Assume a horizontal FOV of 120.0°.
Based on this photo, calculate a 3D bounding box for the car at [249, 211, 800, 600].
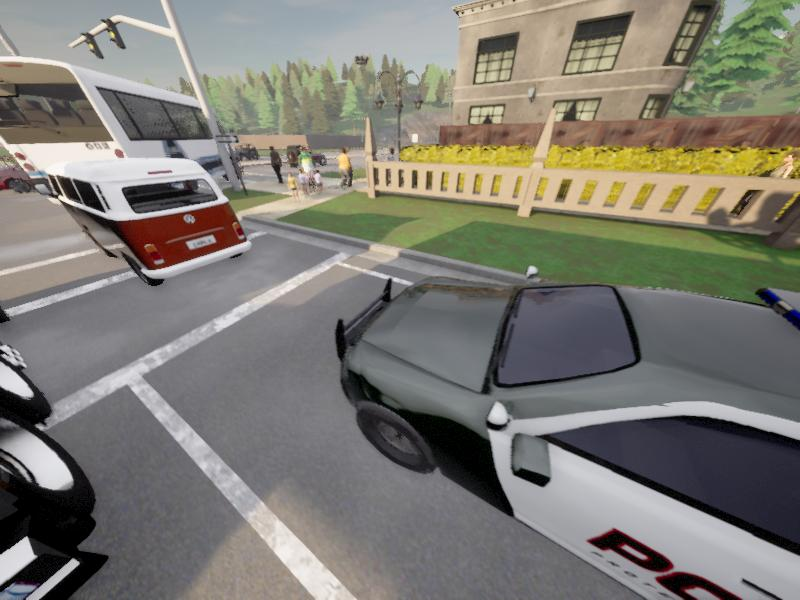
[{"bbox_3d":[1.690,0.706,1.627,4.974,1.542,2.038,18,39,24],"label":"car"}]

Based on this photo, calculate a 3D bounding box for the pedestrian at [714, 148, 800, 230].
[{"bbox_3d":[9.970,-2.995,6.268,0.751,1.860,0.751,17,38,23],"label":"pedestrian"}]

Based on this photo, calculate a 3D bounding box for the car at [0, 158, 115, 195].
[{"bbox_3d":[-20.345,-7.295,13.440,1.994,1.385,4.181,17,38,23],"label":"car"}]

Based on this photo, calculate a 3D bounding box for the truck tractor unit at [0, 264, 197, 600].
[{"bbox_3d":[-5.112,-0.300,0.777,6.516,4.208,3.053,18,39,24],"label":"truck tractor unit"}]

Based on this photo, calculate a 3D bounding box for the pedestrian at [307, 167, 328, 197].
[{"bbox_3d":[-3.670,-5.276,10.324,0.500,1.100,0.500,11,36,16],"label":"pedestrian"}]

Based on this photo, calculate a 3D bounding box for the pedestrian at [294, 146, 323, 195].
[{"bbox_3d":[-4.216,-5.979,10.674,0.751,1.860,0.751,-16,38,-21],"label":"pedestrian"}]

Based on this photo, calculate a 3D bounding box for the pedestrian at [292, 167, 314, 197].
[{"bbox_3d":[-4.304,-5.241,10.280,0.500,1.100,0.500,4,35,6],"label":"pedestrian"}]

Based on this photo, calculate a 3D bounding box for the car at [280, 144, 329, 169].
[{"bbox_3d":[-9.349,-14.285,22.915,1.905,1.878,3.866,18,39,25],"label":"car"}]

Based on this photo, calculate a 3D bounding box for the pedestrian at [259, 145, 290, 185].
[{"bbox_3d":[-6.885,-7.472,12.785,0.751,1.860,0.751,18,39,24],"label":"pedestrian"}]

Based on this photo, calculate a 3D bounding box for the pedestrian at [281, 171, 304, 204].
[{"bbox_3d":[-4.257,-4.499,9.216,0.500,1.100,0.500,-5,35,-7],"label":"pedestrian"}]

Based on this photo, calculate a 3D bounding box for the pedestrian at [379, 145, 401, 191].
[{"bbox_3d":[-0.469,-6.432,11.291,0.751,1.860,0.751,15,38,21],"label":"pedestrian"}]

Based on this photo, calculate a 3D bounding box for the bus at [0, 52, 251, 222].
[{"bbox_3d":[-11.842,-7.647,11.362,3.944,4.253,10.273,-8,36,-9],"label":"bus"}]

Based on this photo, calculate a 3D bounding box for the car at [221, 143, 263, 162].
[{"bbox_3d":[-21.041,-19.781,30.901,1.905,1.878,3.866,18,39,25],"label":"car"}]

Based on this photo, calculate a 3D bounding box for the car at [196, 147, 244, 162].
[{"bbox_3d":[-24.606,-20.067,31.733,1.812,1.442,4.674,18,39,25],"label":"car"}]

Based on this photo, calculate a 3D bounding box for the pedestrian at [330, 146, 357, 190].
[{"bbox_3d":[-2.752,-6.555,11.487,0.751,1.860,0.751,14,37,20],"label":"pedestrian"}]

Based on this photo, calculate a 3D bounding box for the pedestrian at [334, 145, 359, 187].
[{"bbox_3d":[-2.791,-7.097,12.264,0.751,1.860,0.751,21,40,27],"label":"pedestrian"}]

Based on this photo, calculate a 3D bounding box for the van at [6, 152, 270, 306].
[{"bbox_3d":[-5.437,-1.889,4.967,4.480,2.038,2.069,19,39,25],"label":"van"}]
